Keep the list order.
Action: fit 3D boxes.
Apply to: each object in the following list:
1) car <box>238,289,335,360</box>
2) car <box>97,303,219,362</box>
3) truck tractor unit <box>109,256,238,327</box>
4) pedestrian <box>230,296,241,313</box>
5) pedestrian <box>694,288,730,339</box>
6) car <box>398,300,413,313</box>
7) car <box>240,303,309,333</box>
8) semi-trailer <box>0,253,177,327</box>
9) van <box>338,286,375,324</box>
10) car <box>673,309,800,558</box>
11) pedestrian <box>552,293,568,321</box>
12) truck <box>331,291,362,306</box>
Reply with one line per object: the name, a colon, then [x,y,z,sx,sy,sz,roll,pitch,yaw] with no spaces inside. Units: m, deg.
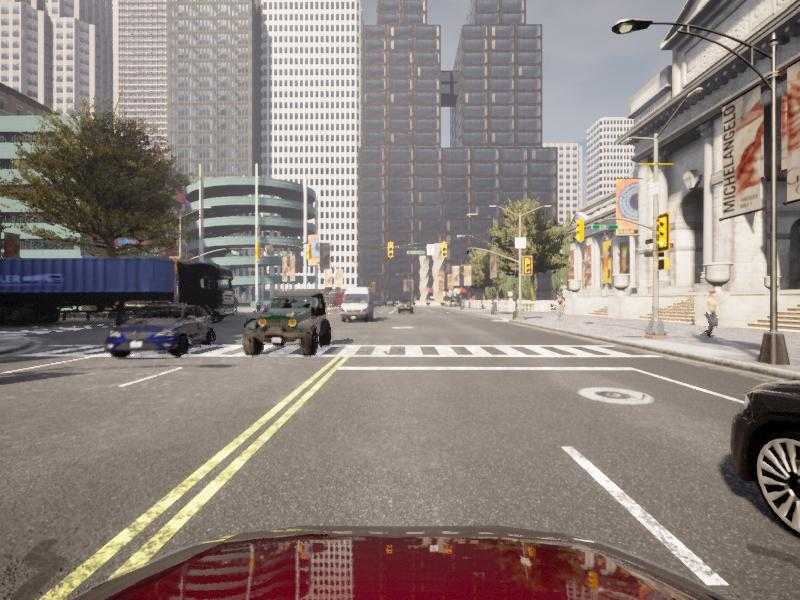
car: [-3.330,0.646,12.568,1.905,1.878,3.866,0,0,1]
car: [-7.155,0.854,12.399,1.816,1.474,4.193,0,0,-9]
truck tractor unit: [-14.165,-0.498,25.501,6.516,4.208,3.053,0,0,-3]
pedestrian: [-17.558,0.485,42.726,0.751,1.860,0.751,0,0,15]
pedestrian: [11.752,0.485,15.090,0.751,1.860,0.751,0,0,-8]
car: [0.717,0.788,50.362,1.851,1.617,3.988,0,0,1]
car: [-6.696,0.895,22.055,2.033,1.411,5.357,0,0,1]
semi-trailer: [-22.080,-0.619,25.568,14.254,4.402,2.717,0,0,2]
van: [-3.087,0.322,29.707,1.988,2.561,5.915,0,0,1]
car: [3.511,0.836,1.169,2.128,1.511,4.902,0,0,1]
pedestrian: [10.702,0.485,26.769,0.751,1.860,0.751,0,0,0]
truck: [-14.189,-0.325,105.506,8.468,3.827,2.891,0,0,37]
